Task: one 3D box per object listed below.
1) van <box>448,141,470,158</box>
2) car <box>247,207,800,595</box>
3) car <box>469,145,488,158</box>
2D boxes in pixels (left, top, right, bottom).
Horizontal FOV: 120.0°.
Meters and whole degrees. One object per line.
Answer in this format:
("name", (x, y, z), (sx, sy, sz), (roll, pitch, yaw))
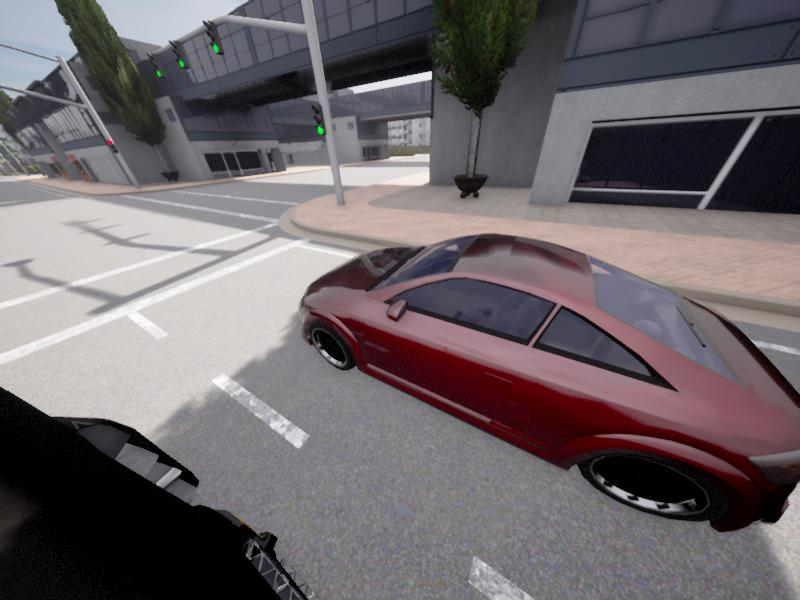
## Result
("van", (11.090, -28.147, 43.146), (1.988, 2.561, 5.915), (16, 38, 26))
("car", (0.773, 0.070, 2.536), (4.181, 1.385, 1.994), (16, 38, 26))
("car", (14.431, -27.204, 42.286), (1.930, 1.638, 5.238), (16, 38, 26))
